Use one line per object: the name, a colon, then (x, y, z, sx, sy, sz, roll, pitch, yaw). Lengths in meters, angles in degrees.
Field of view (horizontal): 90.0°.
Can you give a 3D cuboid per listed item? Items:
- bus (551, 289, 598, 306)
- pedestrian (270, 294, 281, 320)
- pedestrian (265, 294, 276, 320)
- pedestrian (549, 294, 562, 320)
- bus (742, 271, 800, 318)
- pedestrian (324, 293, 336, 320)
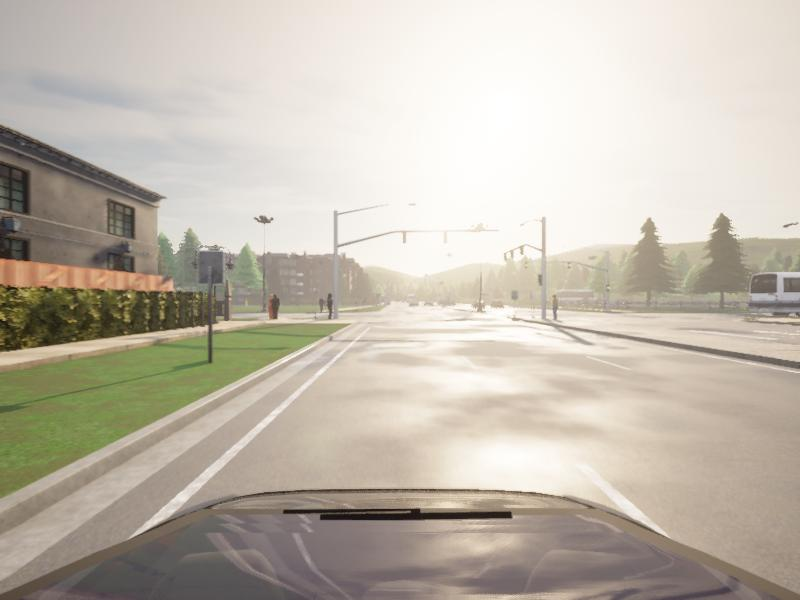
bus: (44.887, -0.537, 102.974, 10.273, 4.253, 3.944, 0, 0, 0)
pedestrian: (-8.855, 0.484, 28.405, 0.751, 1.860, 0.751, 0, 0, -19)
pedestrian: (-9.352, 0.484, 28.990, 0.751, 1.860, 0.751, 0, 0, -16)
pedestrian: (11.062, 0.484, 28.475, 0.751, 1.860, 0.751, 0, 0, 6)
bus: (39.702, -0.532, 38.427, 10.273, 4.253, 3.944, 0, 0, -1)
pedestrian: (-4.815, 0.454, 27.628, 0.751, 1.860, 0.751, 0, 0, -5)
